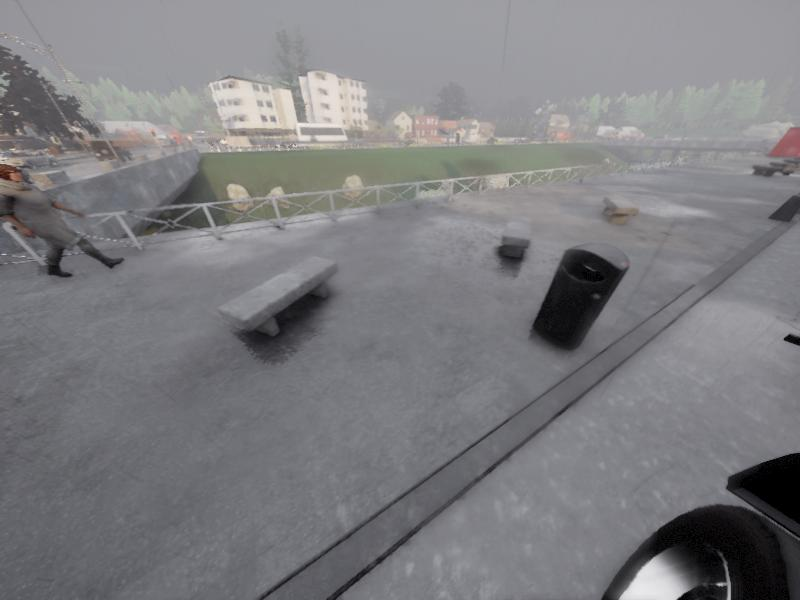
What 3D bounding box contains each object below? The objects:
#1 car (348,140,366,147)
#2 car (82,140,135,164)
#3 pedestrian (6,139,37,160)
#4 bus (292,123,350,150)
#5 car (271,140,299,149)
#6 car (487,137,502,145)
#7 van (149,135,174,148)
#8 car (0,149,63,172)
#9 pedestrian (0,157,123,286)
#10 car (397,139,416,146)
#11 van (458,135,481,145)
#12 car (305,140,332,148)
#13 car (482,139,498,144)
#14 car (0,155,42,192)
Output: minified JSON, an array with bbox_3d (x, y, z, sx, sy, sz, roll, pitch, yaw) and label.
[{"bbox_3d":[-10.450,-37.920,55.916,3.806,1.475,1.970,-18,39,-24],"label":"car"},{"bbox_3d":[-30.359,-15.622,24.281,1.905,1.878,3.866,-18,39,-24],"label":"car"},{"bbox_3d":[-41.613,-16.539,25.408,0.751,1.860,0.751,-20,40,-25],"label":"pedestrian"},{"bbox_3d":[-16.428,-34.531,48.779,10.273,4.253,3.944,-18,39,-23],"label":"bus"},{"bbox_3d":[-24.509,-33.238,49.362,4.892,1.490,1.837,-17,39,-23],"label":"car"},{"bbox_3d":[28.560,-48.207,69.921,3.866,1.878,1.905,-18,39,-24],"label":"car"},{"bbox_3d":[-55.760,-37.197,54.210,2.351,2.431,6.366,-18,39,-24],"label":"van"},{"bbox_3d":[-31.364,-11.686,19.267,1.895,1.301,4.718,-18,39,-24],"label":"car"},{"bbox_3d":[-5.990,-1.294,3.908,0.751,1.860,0.751,-17,39,-22],"label":"pedestrian"},{"bbox_3d":[1.771,-41.934,61.505,4.892,1.490,1.837,-18,39,-24],"label":"car"},{"bbox_3d":[21.119,-48.662,70.093,6.366,2.431,2.351,-18,39,-24],"label":"van"},{"bbox_3d":[-18.459,-35.260,52.272,5.357,1.411,2.033,-18,39,-23],"label":"car"},{"bbox_3d":[28.658,-50.671,73.870,4.718,1.301,1.895,-18,39,-24],"label":"car"},{"bbox_3d":[-21.576,-6.387,11.730,1.994,1.385,4.181,-18,39,-24],"label":"car"}]
